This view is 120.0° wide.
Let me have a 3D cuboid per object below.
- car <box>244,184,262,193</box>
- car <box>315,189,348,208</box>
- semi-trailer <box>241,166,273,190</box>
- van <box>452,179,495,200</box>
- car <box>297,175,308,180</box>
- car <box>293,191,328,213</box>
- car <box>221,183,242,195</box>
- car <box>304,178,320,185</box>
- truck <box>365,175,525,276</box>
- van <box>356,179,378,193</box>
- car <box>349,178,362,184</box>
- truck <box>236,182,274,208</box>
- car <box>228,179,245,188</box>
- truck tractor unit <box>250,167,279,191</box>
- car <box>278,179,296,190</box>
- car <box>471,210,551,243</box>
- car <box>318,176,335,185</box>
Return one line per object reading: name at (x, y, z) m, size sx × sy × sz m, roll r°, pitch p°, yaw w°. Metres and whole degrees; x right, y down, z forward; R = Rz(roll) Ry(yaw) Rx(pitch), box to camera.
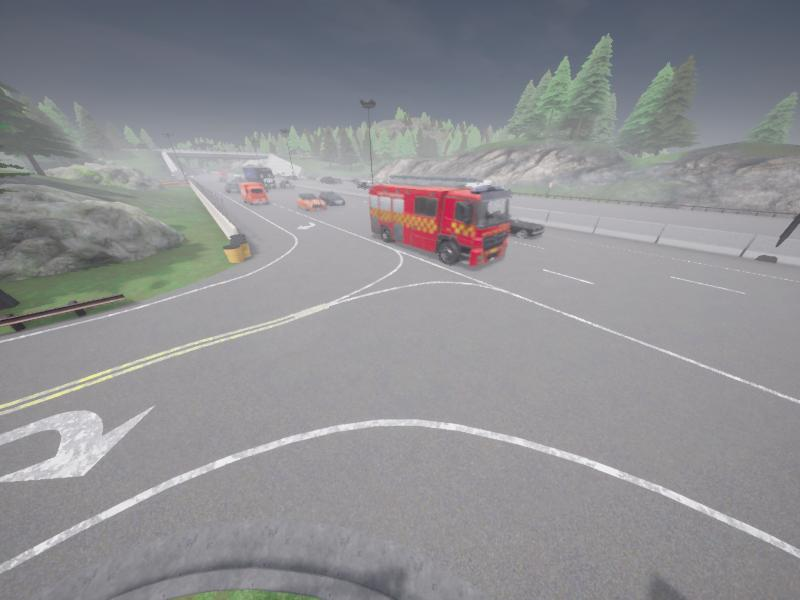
car at (-28.555, -21.624, 44.764) m, size 1.895 × 1.301 × 4.718 m, roll -23°, pitch 37°, yaw -34°
car at (-8.789, -12.895, 29.313) m, size 2.033 × 1.649 × 4.856 m, roll -22°, pitch 36°, yaw -33°
semi-trailer at (-33.905, -28.995, 54.407) m, size 2.717 × 4.402 × 14.254 m, roll -22°, pitch 37°, yaw -33°
van at (11.394, -17.517, 36.409) m, size 1.988 × 2.561 × 5.915 m, roll -23°, pitch 37°, yaw -34°
car at (-35.941, -45.022, 85.142) m, size 1.812 × 1.442 × 4.674 m, roll -23°, pitch 37°, yaw -34°
car at (-10.159, -11.170, 26.160) m, size 2.097 × 1.767 × 4.553 m, roll -21°, pitch 36°, yaw -32°
car at (-31.002, -20.507, 42.496) m, size 2.033 × 1.649 × 4.856 m, roll -23°, pitch 37°, yaw -34°
car at (-24.365, -32.820, 63.871) m, size 1.801 × 1.575 × 5.366 m, roll -23°, pitch 37°, yaw -34°
truck at (1.697, -4.832, 13.151) m, size 2.891 × 3.827 × 8.468 m, roll -23°, pitch 37°, yaw -34°
van at (-6.620, -22.529, 45.586) m, size 2.069 × 2.038 × 4.480 m, roll -23°, pitch 37°, yaw -34°
car at (-12.796, -34.089, 66.122) m, size 1.845 × 1.501 × 3.633 m, roll -23°, pitch 37°, yaw -34°
truck at (-18.805, -13.672, 29.817) m, size 2.627 × 2.467 × 5.204 m, roll -23°, pitch 37°, yaw -34°
car at (-39.845, -28.440, 56.243) m, size 2.152 × 1.651 × 5.027 m, roll -23°, pitch 37°, yaw -34°
truck tractor unit at (-28.901, -25.849, 49.145) m, size 3.053 × 4.208 × 6.516 m, roll -23°, pitch 37°, yaw -33°
car at (-24.254, -24.749, 49.596) m, size 1.932 × 1.855 × 4.605 m, roll -23°, pitch 37°, yaw -34°
car at (7.880, -5.505, 16.846) m, size 1.895 × 1.301 × 4.718 m, roll -23°, pitch 37°, yaw -34°
car at (-20.444, -33.415, 64.435) m, size 2.150 × 2.045 × 5.566 m, roll -23°, pitch 37°, yaw -34°
